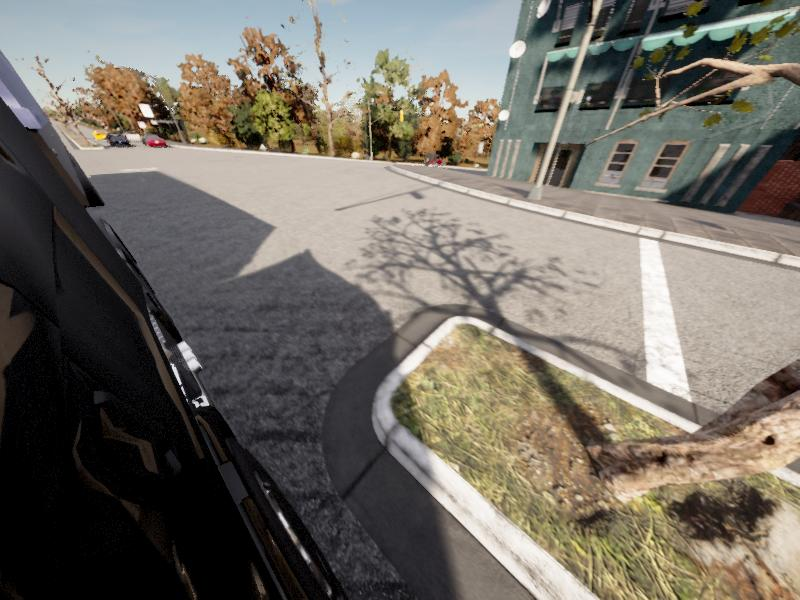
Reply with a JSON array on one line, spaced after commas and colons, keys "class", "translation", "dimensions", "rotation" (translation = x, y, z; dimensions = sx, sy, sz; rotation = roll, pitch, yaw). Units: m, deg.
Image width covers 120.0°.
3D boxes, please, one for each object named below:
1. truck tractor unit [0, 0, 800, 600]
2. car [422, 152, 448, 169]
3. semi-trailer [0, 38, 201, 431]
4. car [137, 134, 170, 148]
[{"class": "truck tractor unit", "translation": [-2.645, -0.295, 0.351], "dimensions": [6.516, 4.208, 3.053], "rotation": [28, 44, 30]}, {"class": "car", "translation": [5.460, -21.643, 35.937], "dimensions": [3.866, 1.878, 1.905], "rotation": [-24, 42, -39]}, {"class": "semi-trailer", "translation": [-8.691, -3.585, 4.272], "dimensions": [14.254, 4.402, 2.717], "rotation": [28, 43, 30]}, {"class": "car", "translation": [-33.060, -21.310, 30.931], "dimensions": [4.181, 1.385, 1.994], "rotation": [27, 43, 31]}]
